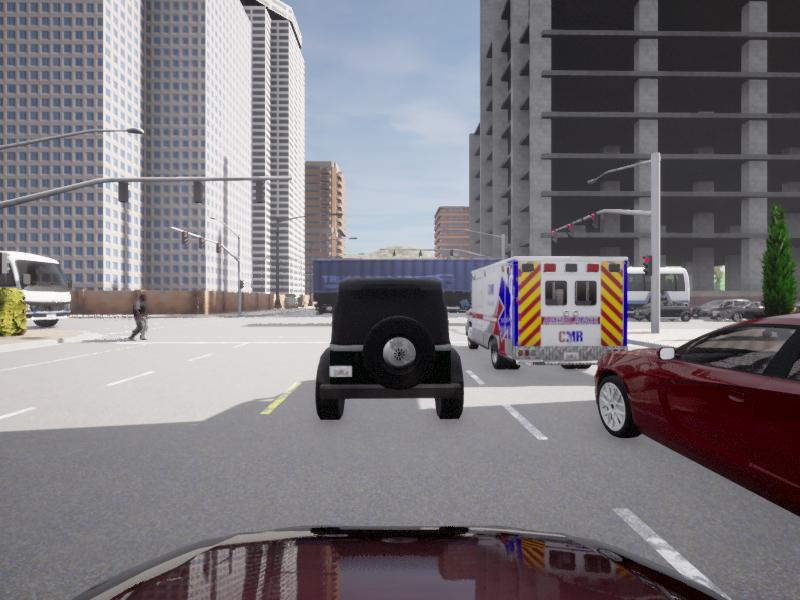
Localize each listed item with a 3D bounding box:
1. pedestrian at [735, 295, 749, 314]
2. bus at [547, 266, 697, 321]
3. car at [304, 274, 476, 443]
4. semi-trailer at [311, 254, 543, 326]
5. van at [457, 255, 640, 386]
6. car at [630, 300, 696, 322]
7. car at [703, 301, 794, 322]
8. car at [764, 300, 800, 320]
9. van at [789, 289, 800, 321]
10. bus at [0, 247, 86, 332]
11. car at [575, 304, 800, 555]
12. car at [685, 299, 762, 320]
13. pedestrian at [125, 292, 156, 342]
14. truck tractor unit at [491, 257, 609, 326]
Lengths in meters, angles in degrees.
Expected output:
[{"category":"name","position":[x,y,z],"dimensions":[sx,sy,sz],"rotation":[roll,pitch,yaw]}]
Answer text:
[{"category":"pedestrian","position":[33.896,0.485,39.620],"dimensions":[0.751,1.860,0.751],"rotation":[0,0,-1]},{"category":"bus","position":[18.010,-0.535,33.064],"dimensions":[10.273,4.253,3.944],"rotation":[0,0,-1]},{"category":"car","position":[-0.157,0.646,6.379],"dimensions":[1.905,1.878,3.866],"rotation":[0,0,-2]},{"category":"semi-trailer","position":[1.653,-0.618,25.882],"dimensions":[14.254,4.402,2.717],"rotation":[0,0,-1]},{"category":"van","position":[3.229,0.378,10.624],"dimensions":[2.351,2.431,6.366],"rotation":[0,0,-2]},{"category":"car","position":[19.451,0.815,29.711],"dimensions":[3.705,1.549,1.789],"rotation":[0,0,-1]},{"category":"car","position":[25.877,0.836,29.830],"dimensions":[4.902,1.511,2.128],"rotation":[0,0,-1]},{"category":"car","position":[33.950,0.801,33.484],"dimensions":[5.366,1.575,1.801],"rotation":[0,0,-1]},{"category":"van","position":[33.479,0.378,29.976],"dimensions":[6.366,2.431,2.351],"rotation":[0,0,-1]},{"category":"bus","position":[-24.031,-0.534,22.015],"dimensions":[10.273,4.253,3.944],"rotation":[0,0,-1]},{"category":"car","position":[3.422,0.823,3.069],"dimensions":[1.882,1.535,5.008],"rotation":[0,0,-1]},{"category":"car","position":[26.870,0.756,33.351],"dimensions":[4.611,1.667,2.242],"rotation":[0,0,-1]},{"category":"pedestrian","position":[-9.878,0.637,15.244],"dimensions":[0.751,1.860,0.751],"rotation":[0,0,-7]},{"category":"truck tractor unit","position":[9.567,-0.524,26.017],"dimensions":[6.516,4.208,3.053],"rotation":[0,1,-1]}]
